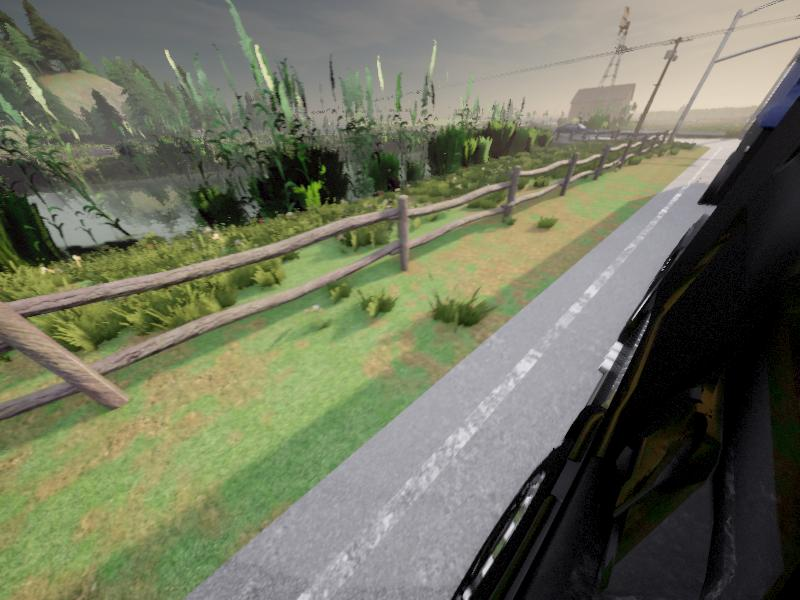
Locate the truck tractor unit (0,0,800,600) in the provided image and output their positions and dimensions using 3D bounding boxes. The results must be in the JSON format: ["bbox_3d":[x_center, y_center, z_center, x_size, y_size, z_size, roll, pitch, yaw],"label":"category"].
[{"bbox_3d":[2.645,-0.295,0.351,6.516,4.208,3.053,-28,44,-30],"label":"truck tractor unit"}]

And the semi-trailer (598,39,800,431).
[{"bbox_3d":[8.712,-3.582,4.233,14.254,4.402,2.717,-28,44,-30],"label":"semi-trailer"}]

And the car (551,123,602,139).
[{"bbox_3d":[22.129,-21.389,29.168,1.812,1.442,4.674,-26,45,-28],"label":"car"}]

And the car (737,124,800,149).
[{"bbox_3d":[29.064,-12.669,17.804,4.181,1.385,1.994,-15,38,-17],"label":"car"}]

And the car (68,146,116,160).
[{"bbox_3d":[-47.844,-22.927,36.001,4.181,1.385,1.994,-29,44,-31],"label":"car"}]
